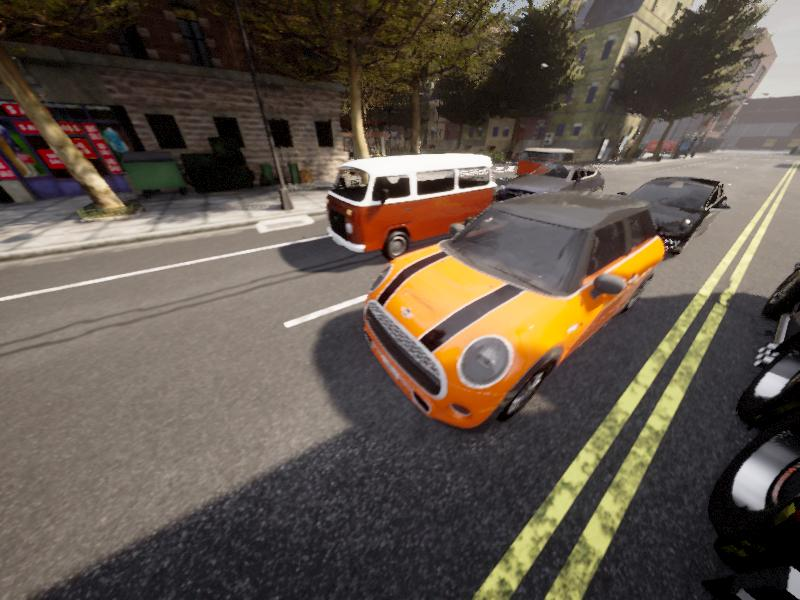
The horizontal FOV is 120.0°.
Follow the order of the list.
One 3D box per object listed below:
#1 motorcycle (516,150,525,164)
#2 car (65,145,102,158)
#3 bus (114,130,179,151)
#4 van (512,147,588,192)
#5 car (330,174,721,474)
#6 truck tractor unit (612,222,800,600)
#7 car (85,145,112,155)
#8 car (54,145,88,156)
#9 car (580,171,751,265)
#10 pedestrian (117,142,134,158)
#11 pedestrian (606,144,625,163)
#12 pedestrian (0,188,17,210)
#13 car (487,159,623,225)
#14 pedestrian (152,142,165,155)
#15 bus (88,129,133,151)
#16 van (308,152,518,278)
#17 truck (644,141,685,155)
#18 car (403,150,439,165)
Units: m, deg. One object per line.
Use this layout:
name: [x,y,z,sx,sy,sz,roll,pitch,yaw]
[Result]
motorcycle: [14.580,-17.300,27.884,0.764,1.277,2.356,7,34,27]
car: [-51.047,-24.104,37.381,2.038,1.542,4.974,-21,40,-27]
bus: [-62.016,-39.257,56.896,10.273,4.253,3.944,2,35,3]
van: [8.786,-8.113,14.130,1.775,1.987,4.442,3,35,3]
car: [1.756,-0.491,3.200,4.553,1.767,2.097,-21,40,-28]
truck tractor unit: [5.031,-0.371,0.894,6.516,4.208,3.053,-21,39,-27]
car: [-54.883,-27.372,42.102,1.845,1.501,3.633,-20,40,-27]
car: [-58.276,-26.638,41.047,1.837,1.490,4.892,-21,40,-28]
car: [7.584,-2.609,6.572,4.892,1.490,1.837,-21,40,-28]
pedestrian: [-37.868,-20.691,31.906,0.751,1.860,0.751,-23,41,-29]
pedestrian: [26.192,-17.843,28.150,0.751,1.860,0.751,-9,36,-13]
pedestrian: [-15.049,-4.122,8.000,0.751,1.860,0.751,-4,35,-6]
car: [6.186,-4.527,9.233,5.027,1.651,2.152,-21,40,-28]
pedestrian: [-40.561,-25.486,38.846,0.751,1.860,0.751,-19,39,-26]
bus: [-74.578,-41.420,59.961,3.944,4.253,10.273,-21,40,-28]
van: [0.445,-2.493,5.880,4.480,2.038,2.069,-21,40,-28]
truck: [59.651,-34.495,52.277,2.627,2.467,5.204,-21,40,-27]
car: [2.446,-17.511,28.337,1.895,1.301,4.718,-21,40,-28]
